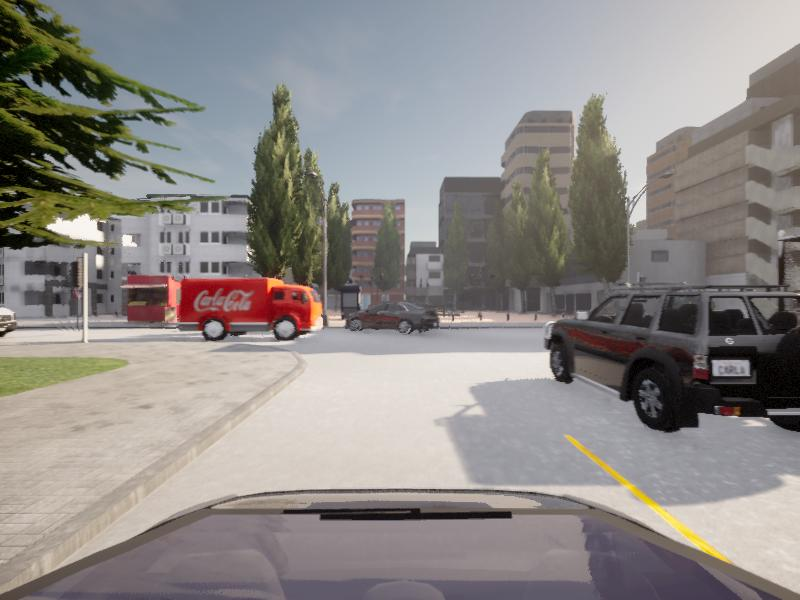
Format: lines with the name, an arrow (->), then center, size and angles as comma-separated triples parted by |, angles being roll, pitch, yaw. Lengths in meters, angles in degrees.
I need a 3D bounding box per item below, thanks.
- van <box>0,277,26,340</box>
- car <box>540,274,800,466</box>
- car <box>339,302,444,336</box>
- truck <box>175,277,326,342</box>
van -> -19.229, 0.337, 16.384 | 5.915, 2.561, 1.988 | 0, 0, 0
car -> 3.947, 0.662, 6.164 | 1.932, 1.855, 4.605 | 0, 0, 0
car -> -0.473, 0.863, 19.647 | 4.892, 1.490, 1.837 | 0, -2, 32
truck -> -5.900, 0.373, 16.454 | 5.204, 2.467, 2.627 | 0, 0, 0
